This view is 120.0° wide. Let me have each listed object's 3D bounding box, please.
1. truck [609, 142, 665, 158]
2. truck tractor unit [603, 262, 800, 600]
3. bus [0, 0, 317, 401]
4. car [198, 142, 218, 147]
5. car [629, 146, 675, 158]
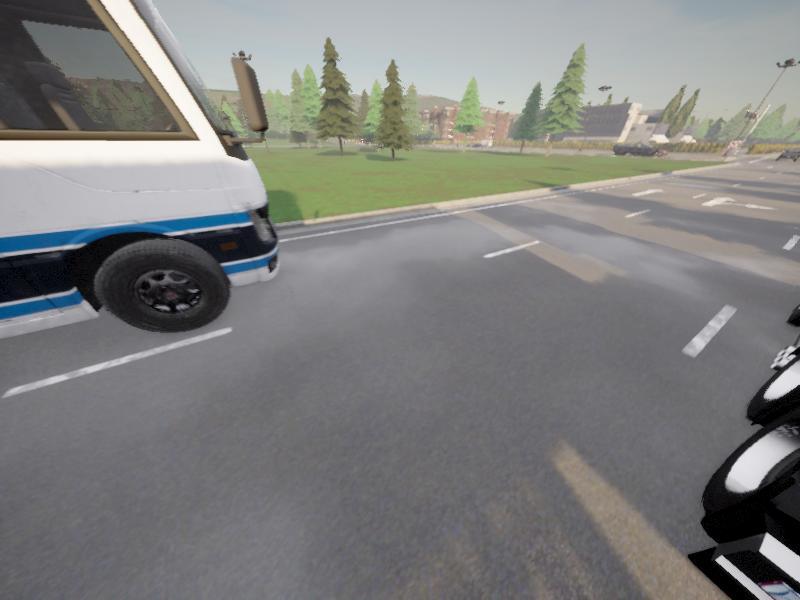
[{"bbox_3d":[42.023,-26.815,41.231,2.390,2.098,6.274,-18,39,-25],"label":"truck"},{"bbox_3d":[5.107,-0.303,0.798,6.516,4.208,3.053,-18,39,-24],"label":"truck tractor unit"},{"bbox_3d":[-6.788,-1.141,1.870,10.273,4.253,3.944,-18,39,-24],"label":"bus"},{"bbox_3d":[-62.311,-50.580,74.998,4.674,1.442,1.812,-18,39,-24],"label":"car"},{"bbox_3d":[45.640,-27.037,42.006,2.152,1.651,5.027,-18,39,-25],"label":"car"}]
